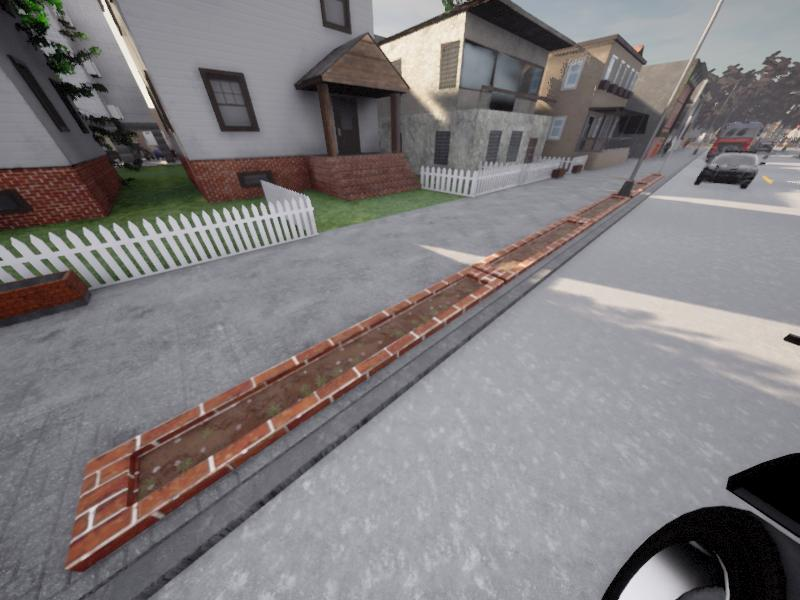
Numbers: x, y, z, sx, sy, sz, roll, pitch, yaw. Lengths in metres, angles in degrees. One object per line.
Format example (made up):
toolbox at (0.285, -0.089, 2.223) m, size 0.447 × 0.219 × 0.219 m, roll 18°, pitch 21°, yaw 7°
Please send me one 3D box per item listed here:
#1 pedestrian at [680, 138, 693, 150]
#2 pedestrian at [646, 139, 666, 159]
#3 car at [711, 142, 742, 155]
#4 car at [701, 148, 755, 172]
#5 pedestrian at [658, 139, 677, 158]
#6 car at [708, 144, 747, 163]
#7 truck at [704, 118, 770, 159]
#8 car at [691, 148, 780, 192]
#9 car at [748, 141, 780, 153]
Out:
pedestrian at (54.644, -29.786, 44.019) m, size 0.751 × 1.860 × 0.751 m, roll -26°, pitch 43°, yaw -32°
pedestrian at (28.678, -16.897, 25.889) m, size 0.751 × 1.860 × 0.751 m, roll 25°, pitch 43°, yaw 32°
car at (49.180, -22.900, 34.824) m, size 4.792 × 1.488 × 2.163 m, roll -27°, pitch 43°, yaw -32°
car at (26.922, -11.618, 19.049) m, size 4.181 × 1.385 × 1.994 m, roll -27°, pitch 43°, yaw -33°
pedestrian at (31.870, -18.088, 27.558) m, size 0.751 × 1.860 × 0.751 m, roll -29°, pitch 44°, yaw -34°
car at (34.952, -15.742, 24.695) m, size 3.705 × 1.549 × 1.789 m, roll -27°, pitch 43°, yaw -33°
truck at (42.590, -20.536, 29.476) m, size 8.468 × 3.827 × 2.891 m, roll -27°, pitch 43°, yaw -32°
car at (18.188, -7.308, 12.749) m, size 5.238 × 1.638 × 1.930 m, roll -27°, pitch 43°, yaw -33°
car at (60.010, -25.336, 38.165) m, size 4.974 × 1.542 × 2.038 m, roll -27°, pitch 43°, yaw -32°
